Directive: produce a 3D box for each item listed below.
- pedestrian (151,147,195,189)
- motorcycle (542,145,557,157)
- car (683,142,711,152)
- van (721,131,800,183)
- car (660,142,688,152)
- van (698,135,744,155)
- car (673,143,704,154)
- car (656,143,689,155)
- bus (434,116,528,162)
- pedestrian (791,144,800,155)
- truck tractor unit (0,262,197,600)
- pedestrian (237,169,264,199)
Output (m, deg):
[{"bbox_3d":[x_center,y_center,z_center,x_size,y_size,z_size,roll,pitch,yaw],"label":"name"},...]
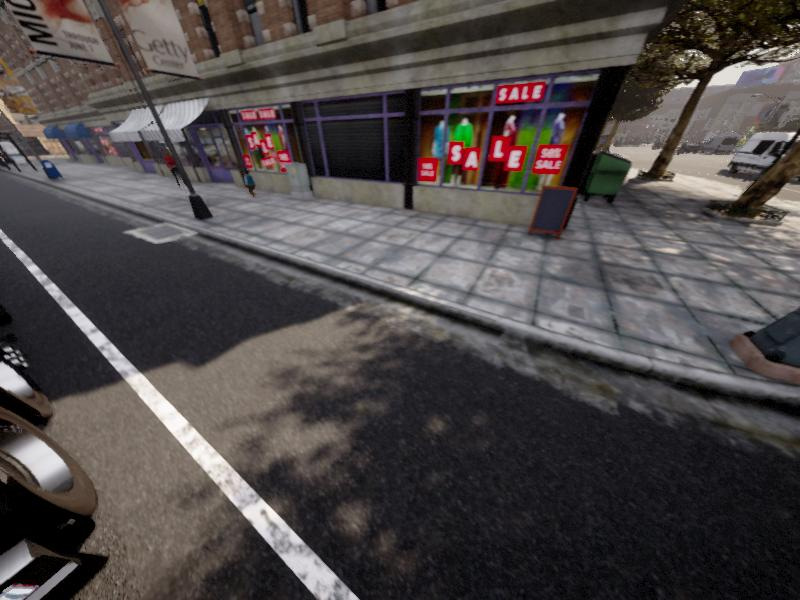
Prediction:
[{"bbox_3d":[-11.912,-6.948,12.180,0.751,1.860,0.751,19,39,25],"label":"pedestrian"},{"bbox_3d":[21.963,-21.969,34.030,0.764,1.277,2.356,-9,34,6],"label":"motorcycle"},{"bbox_3d":[57.860,-29.850,45.059,1.816,1.474,4.193,18,39,24],"label":"car"},{"bbox_3d":[25.176,-9.577,15.311,1.988,2.561,5.915,18,39,24],"label":"van"},{"bbox_3d":[54.665,-30.712,46.238,2.038,1.542,4.974,18,39,24],"label":"car"},{"bbox_3d":[53.776,-26.187,38.903,1.988,2.561,5.915,18,39,24],"label":"van"},{"bbox_3d":[50.890,-26.885,40.854,1.837,1.490,4.892,18,38,24],"label":"car"},{"bbox_3d":[45.229,-25.240,38.532,2.128,1.511,4.902,18,39,24],"label":"car"},{"bbox_3d":[10.048,-20.586,29.789,10.273,4.253,3.944,18,39,24],"label":"bus"},{"bbox_3d":[56.075,-21.259,32.086,0.751,1.860,0.751,23,41,30],"label":"pedestrian"},{"bbox_3d":[-5.111,-0.300,0.788,6.516,4.208,3.053,18,39,24],"label":"truck tractor unit"},{"bbox_3d":[-6.523,-5.086,10.115,0.500,1.100,0.500,18,39,24],"label":"pedestrian"}]
